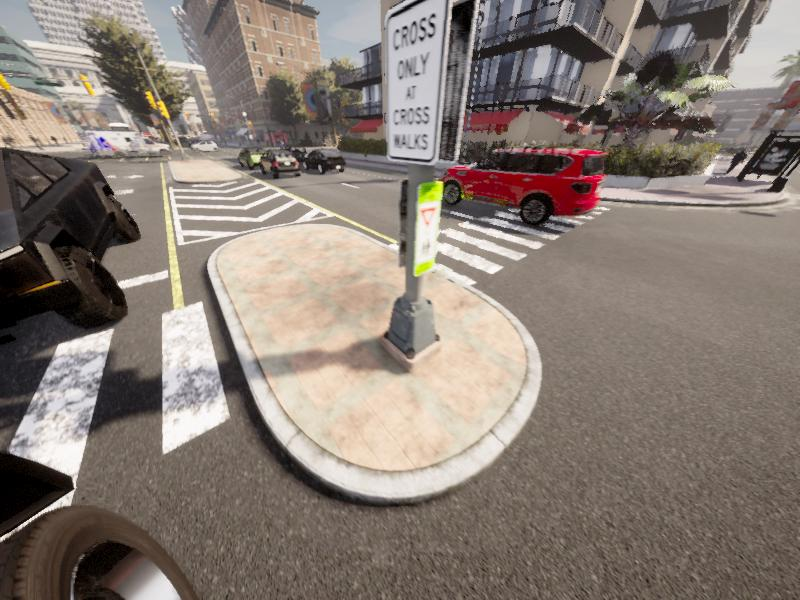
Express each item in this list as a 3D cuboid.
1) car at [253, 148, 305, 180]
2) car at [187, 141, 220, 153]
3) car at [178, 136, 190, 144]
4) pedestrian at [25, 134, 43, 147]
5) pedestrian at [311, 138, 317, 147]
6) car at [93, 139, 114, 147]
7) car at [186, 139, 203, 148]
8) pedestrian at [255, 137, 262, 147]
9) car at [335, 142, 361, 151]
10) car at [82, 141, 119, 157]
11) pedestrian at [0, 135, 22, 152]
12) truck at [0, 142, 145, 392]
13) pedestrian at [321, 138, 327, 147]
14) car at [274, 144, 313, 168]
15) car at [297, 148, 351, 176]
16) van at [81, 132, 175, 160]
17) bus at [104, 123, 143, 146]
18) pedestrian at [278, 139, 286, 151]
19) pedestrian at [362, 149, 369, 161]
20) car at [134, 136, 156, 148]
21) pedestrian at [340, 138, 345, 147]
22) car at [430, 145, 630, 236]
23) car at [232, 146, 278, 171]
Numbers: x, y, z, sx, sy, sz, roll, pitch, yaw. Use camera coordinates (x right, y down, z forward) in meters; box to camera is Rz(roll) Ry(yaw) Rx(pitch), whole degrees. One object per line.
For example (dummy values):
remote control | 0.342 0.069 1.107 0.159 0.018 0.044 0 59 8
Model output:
car | -8.246 -9.283 15.647 1.789 1.549 3.705 -26 43 -32
car | -31.645 -24.798 37.311 3.633 1.501 1.845 -26 43 -33
car | -66.900 -49.526 71.543 1.932 1.855 4.605 -26 43 -32
pedestrian | -65.546 -28.540 41.391 0.751 1.860 0.751 -26 43 -33
pedestrian | -20.689 -37.735 55.349 0.751 1.860 0.751 -25 43 -32
car | -61.822 -32.746 48.242 1.895 1.301 4.718 -26 43 -32
car | -46.348 -35.354 52.007 2.038 1.542 4.974 -26 43 -32
pedestrian | -33.069 -36.874 53.885 0.751 1.860 0.751 -23 41 -30
car | -10.860 -32.224 48.328 4.792 1.488 2.163 -26 43 -33
car | -37.501 -19.090 29.064 1.882 1.535 5.008 -26 43 -32
pedestrian | -51.071 -20.436 30.130 0.751 1.860 0.751 -18 39 -24
truck | -6.455 -1.190 3.684 2.390 2.098 6.274 -26 43 -32
pedestrian | -18.521 -38.280 56.166 0.751 1.860 0.751 28 43 33
car | -10.093 -13.672 21.816 1.851 1.617 3.988 -26 43 -32
car | -5.991 -10.818 17.929 1.837 1.490 4.892 -26 43 -32
van | -30.601 -17.703 26.446 6.366 2.431 2.351 -26 43 -33
bus | -65.522 -39.482 55.193 3.944 4.253 10.273 -26 43 -32
pedestrian | -22.290 -29.415 43.735 0.751 1.860 0.751 -25 42 -32
pedestrian | -3.706 -15.644 24.880 0.500 1.100 0.500 -25 43 -32
car | -52.636 -32.749 47.785 2.150 2.045 5.566 -26 43 -32
pedestrian | -14.834 -40.916 59.991 0.751 1.860 0.751 16 38 20
car | 3.964 -4.288 8.340 2.150 2.045 5.566 -26 43 -33
car | -12.256 -12.013 19.481 2.007 1.525 4.514 -26 43 -32
